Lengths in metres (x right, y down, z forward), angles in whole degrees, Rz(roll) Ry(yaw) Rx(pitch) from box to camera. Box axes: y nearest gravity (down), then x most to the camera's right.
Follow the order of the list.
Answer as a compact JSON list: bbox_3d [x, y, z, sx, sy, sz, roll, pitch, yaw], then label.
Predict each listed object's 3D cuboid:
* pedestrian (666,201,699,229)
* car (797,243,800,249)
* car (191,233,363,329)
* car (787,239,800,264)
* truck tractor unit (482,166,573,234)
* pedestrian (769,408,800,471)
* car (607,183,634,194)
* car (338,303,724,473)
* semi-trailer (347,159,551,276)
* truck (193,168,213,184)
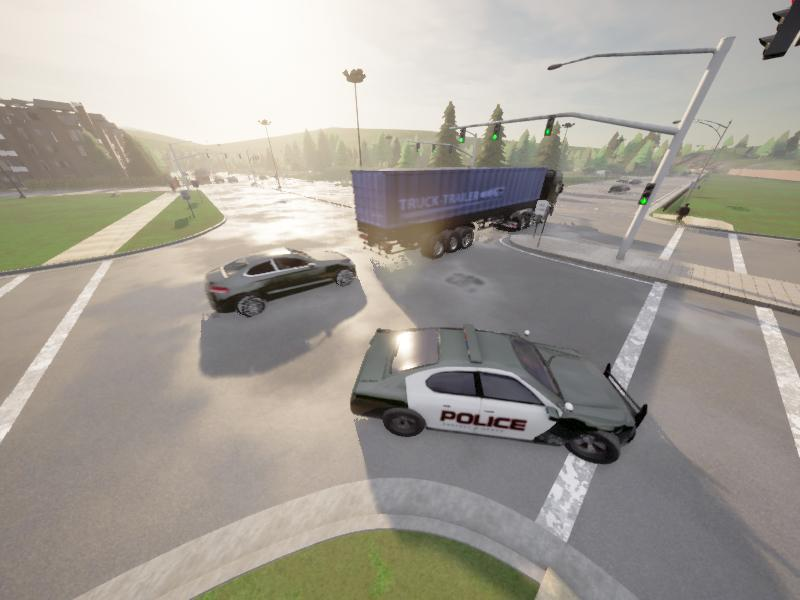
[{"bbox_3d":[21.556,-6.473,17.669,0.751,1.860,0.751,18,35,28],"label":"pedestrian"},{"bbox_3d":[25.101,-2.766,11.712,1.812,1.442,4.674,-22,37,-33],"label":"car"},{"bbox_3d":[-4.173,-1.065,8.589,5.027,1.651,2.152,-23,37,-34],"label":"car"},{"bbox_3d":[21.711,-2.259,10.381,1.905,1.878,3.866,-23,36,-34],"label":"car"},{"bbox_3d":[10.128,-8.233,18.391,6.516,4.208,3.053,-23,37,-34],"label":"truck tractor unit"},{"bbox_3d":[6.721,1.849,3.320,0.751,1.860,0.751,-22,36,-32],"label":"pedestrian"},{"bbox_3d":[40.845,-20.742,42.801,4.892,1.490,1.837,-17,34,-27],"label":"car"},{"bbox_3d":[1.685,1.404,4.403,4.974,1.542,2.038,4,30,6],"label":"car"},{"bbox_3d":[4.070,-5.766,13.931,14.254,4.402,2.717,-23,37,-34],"label":"semi-trailer"},{"bbox_3d":[-58.786,-37.109,68.808,2.891,3.827,8.468,-23,37,-34],"label":"truck"}]
